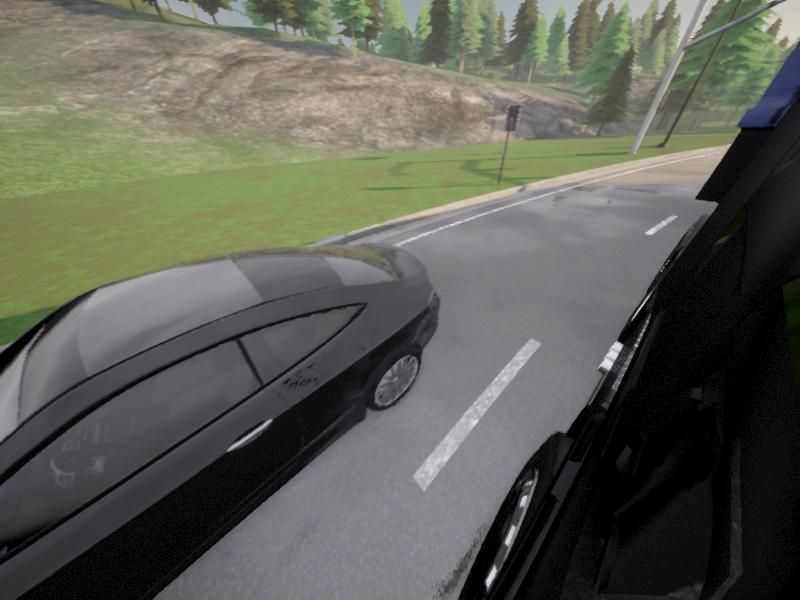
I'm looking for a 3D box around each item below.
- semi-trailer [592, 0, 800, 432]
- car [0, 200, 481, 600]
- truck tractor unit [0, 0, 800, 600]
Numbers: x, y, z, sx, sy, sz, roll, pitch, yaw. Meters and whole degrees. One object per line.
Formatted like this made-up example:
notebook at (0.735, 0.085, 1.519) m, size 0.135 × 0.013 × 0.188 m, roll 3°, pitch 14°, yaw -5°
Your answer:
semi-trailer at (9.071, -3.296, 3.859) m, size 14.254 × 4.402 × 2.717 m, roll -23°, pitch 41°, yaw -26°
car at (-1.578, 0.621, 1.702) m, size 4.674 × 1.442 × 1.812 m, roll -31°, pitch 45°, yaw -33°
truck tractor unit at (2.645, -0.295, 0.352) m, size 6.516 × 4.208 × 3.053 m, roll -28°, pitch 44°, yaw -30°
